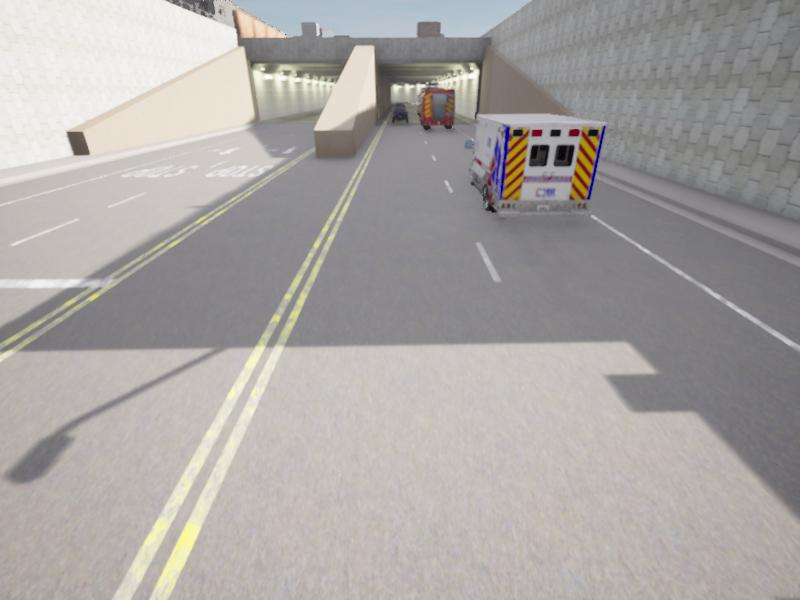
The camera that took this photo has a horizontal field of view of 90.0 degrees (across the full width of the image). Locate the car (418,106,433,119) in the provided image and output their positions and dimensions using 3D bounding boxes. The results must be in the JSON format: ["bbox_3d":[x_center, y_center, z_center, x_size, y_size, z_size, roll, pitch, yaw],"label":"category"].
[{"bbox_3d":[3.534,-26.050,55.395,1.812,1.442,4.674,0,28,0],"label":"car"}]

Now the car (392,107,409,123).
[{"bbox_3d":[0.029,-22.255,47.975,1.882,1.535,5.008,0,27,0],"label":"car"}]

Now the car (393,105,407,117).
[{"bbox_3d":[0.038,-28.249,59.731,2.033,1.411,5.357,0,27,0],"label":"car"}]

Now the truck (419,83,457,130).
[{"bbox_3d":[3.526,-19.126,39.402,2.891,3.827,8.468,0,27,0],"label":"truck"}]

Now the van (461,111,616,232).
[{"bbox_3d":[3.512,-4.207,12.052,2.351,2.431,6.366,0,27,0],"label":"van"}]
